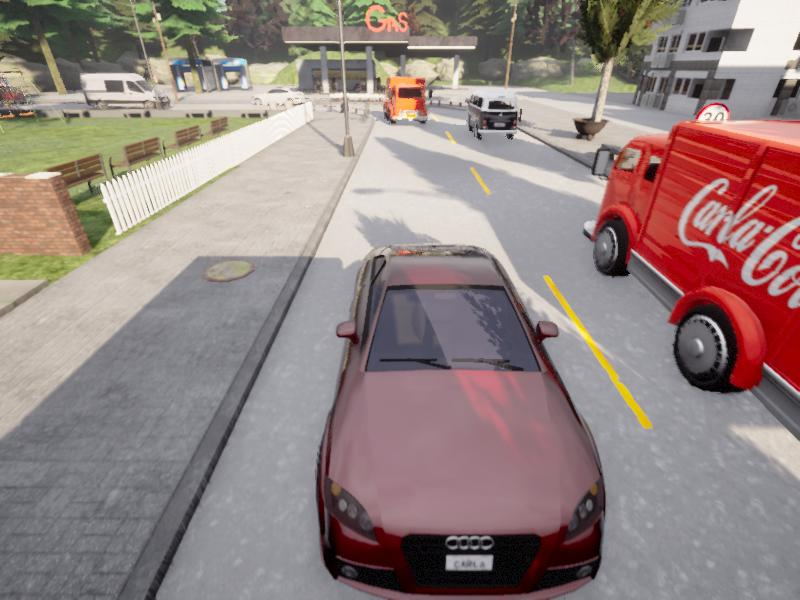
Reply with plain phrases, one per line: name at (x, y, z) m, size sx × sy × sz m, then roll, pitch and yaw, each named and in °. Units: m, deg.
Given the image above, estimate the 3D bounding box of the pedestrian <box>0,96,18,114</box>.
pedestrian at (-27.495, -13.692, 28.056) m, size 0.500 × 1.100 × 0.500 m, roll 8°, pitch 31°, yaw 13°

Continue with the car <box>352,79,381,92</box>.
car at (-4.361, -28.009, 52.242) m, size 3.633 × 1.501 × 1.845 m, roll 0°, pitch 30°, yaw 0°

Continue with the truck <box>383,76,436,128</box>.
truck at (0.394, -12.236, 24.476) m, size 2.627 × 2.467 × 5.204 m, roll -2°, pitch 31°, yaw -5°

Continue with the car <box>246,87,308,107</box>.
car at (-10.716, -17.843, 35.078) m, size 4.674 × 1.442 × 1.812 m, roll 1°, pitch 30°, yaw 2°

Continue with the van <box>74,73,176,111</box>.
van at (-21.450, -16.363, 31.456) m, size 5.915 × 2.561 × 1.988 m, roll 0°, pitch 30°, yaw 0°

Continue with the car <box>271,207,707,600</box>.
car at (0.407, 0.388, 3.983) m, size 1.994 × 1.385 × 4.181 m, roll 0°, pitch 30°, yaw 0°

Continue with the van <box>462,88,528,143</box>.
van at (4.503, -9.236, 19.780) m, size 2.069 × 2.038 × 4.480 m, roll 0°, pitch 30°, yaw 0°

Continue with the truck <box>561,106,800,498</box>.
truck at (4.410, -0.764, 4.867) m, size 2.627 × 2.467 × 5.204 m, roll 0°, pitch 30°, yaw 0°

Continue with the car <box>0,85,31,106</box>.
car at (-35.427, -17.989, 35.199) m, size 3.705 × 1.549 × 1.789 m, roll 0°, pitch 30°, yaw 0°
